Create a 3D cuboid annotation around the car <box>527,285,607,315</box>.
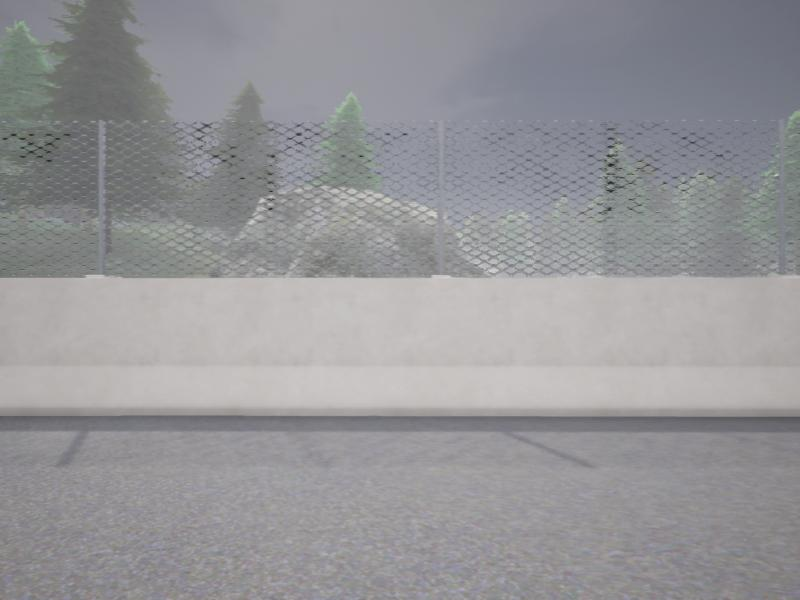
[{"bbox_3d":[12.448,-0.025,30.348,2.150,2.045,5.566,0,0,-26],"label":"car"}]
